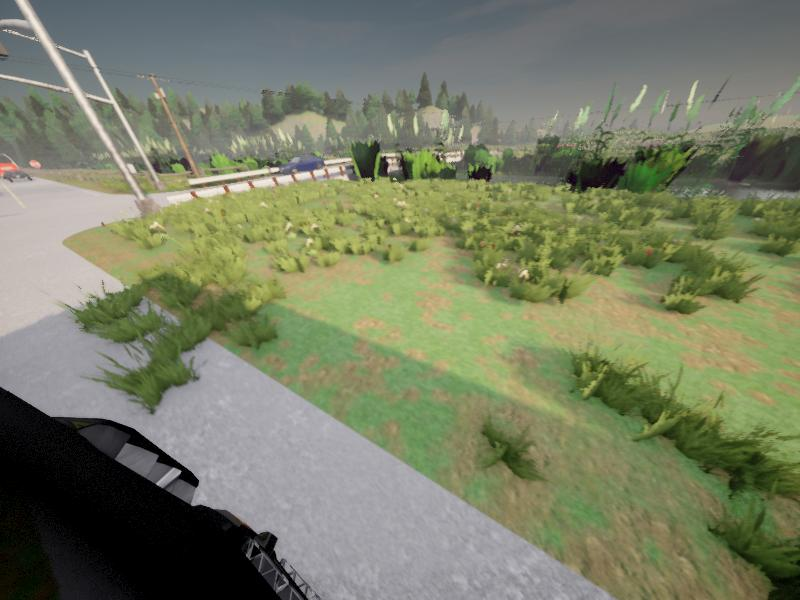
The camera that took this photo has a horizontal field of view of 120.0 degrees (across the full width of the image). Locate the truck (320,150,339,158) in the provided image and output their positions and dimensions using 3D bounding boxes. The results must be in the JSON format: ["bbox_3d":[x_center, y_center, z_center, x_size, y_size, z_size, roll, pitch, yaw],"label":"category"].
[{"bbox_3d":[-24.638,-50.913,80.463,6.274,2.098,2.390,17,38,27],"label":"truck"}]

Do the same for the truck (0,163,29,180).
[{"bbox_3d":[-72.536,-23.923,42.920,5.204,2.467,2.627,18,39,28],"label":"truck"}]

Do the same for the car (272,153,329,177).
[{"bbox_3d":[-9.460,-13.084,22.311,1.812,1.442,4.674,20,43,30],"label":"car"}]

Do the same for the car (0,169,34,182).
[{"bbox_3d":[-60.418,-19.640,36.369,5.027,1.651,2.152,18,39,28],"label":"car"}]

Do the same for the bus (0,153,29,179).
[{"bbox_3d":[-84.017,-28.300,48.725,10.273,4.253,3.944,18,39,28],"label":"bus"}]
